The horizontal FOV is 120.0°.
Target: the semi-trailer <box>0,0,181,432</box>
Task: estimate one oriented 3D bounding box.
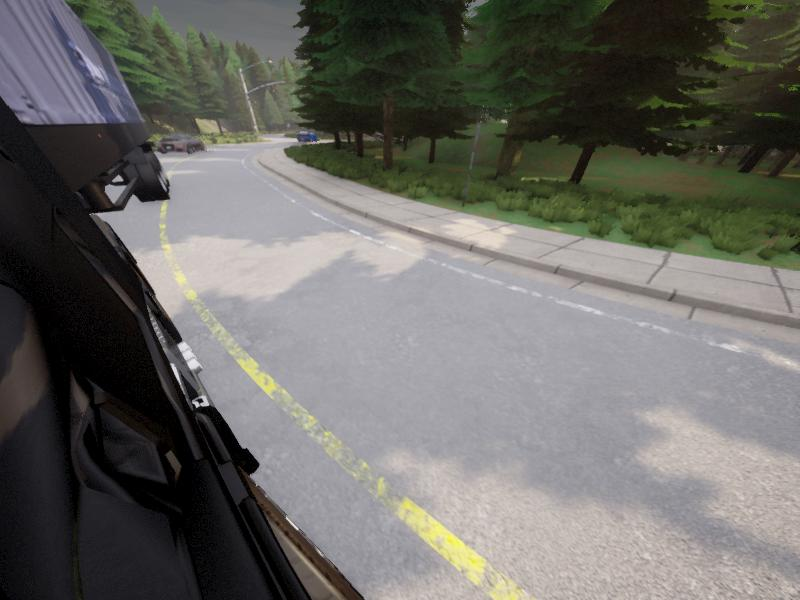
[{"bbox_3d":[-7.806,-4.067,4.974,2.717,4.402,14.254,-24,44,-31],"label":"semi-trailer"}]

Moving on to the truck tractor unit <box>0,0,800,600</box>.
[{"bbox_3d":[-2.645,-0.295,0.351,6.516,4.208,3.053,28,44,30],"label":"truck tractor unit"}]

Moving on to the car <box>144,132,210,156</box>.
[{"bbox_3d":[-17.488,-12.502,18.439,1.994,1.385,4.181,-7,37,-13],"label":"car"}]
